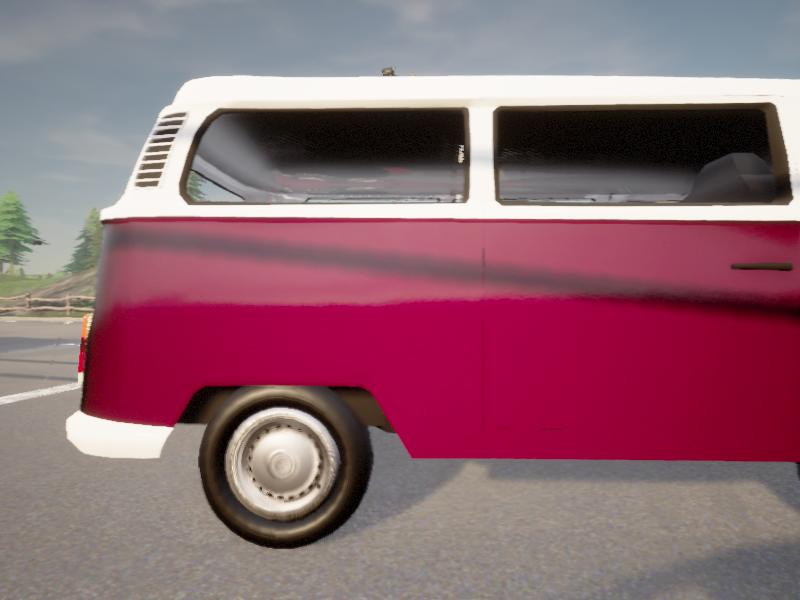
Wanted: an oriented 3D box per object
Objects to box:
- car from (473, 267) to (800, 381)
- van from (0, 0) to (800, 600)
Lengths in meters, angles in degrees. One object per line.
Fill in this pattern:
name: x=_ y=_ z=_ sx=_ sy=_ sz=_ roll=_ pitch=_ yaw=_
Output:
car: x=4.108 y=0.285 z=6.660 sx=5.357 sy=1.411 sz=2.033 roll=0 pitch=0 yaw=-16
van: x=0.827 y=-0.030 z=2.365 sx=4.480 sy=2.038 sz=2.069 roll=0 pitch=0 yaw=1
